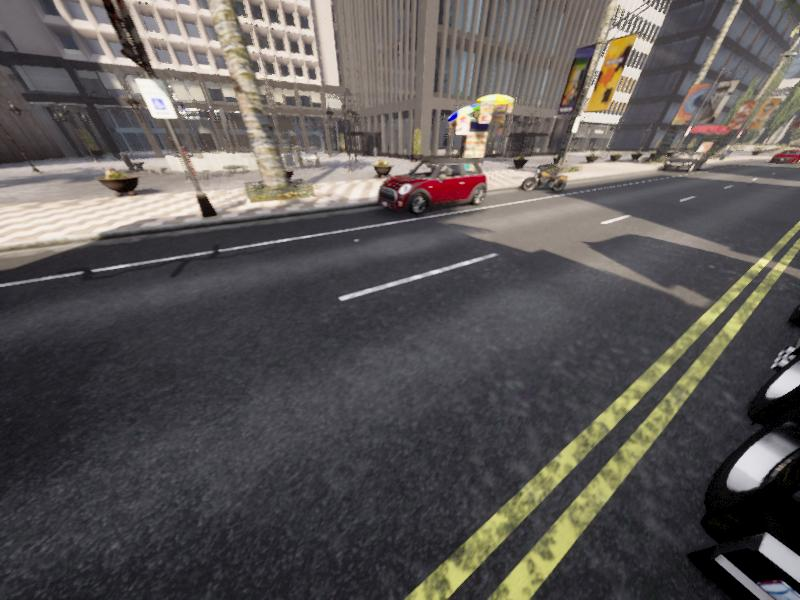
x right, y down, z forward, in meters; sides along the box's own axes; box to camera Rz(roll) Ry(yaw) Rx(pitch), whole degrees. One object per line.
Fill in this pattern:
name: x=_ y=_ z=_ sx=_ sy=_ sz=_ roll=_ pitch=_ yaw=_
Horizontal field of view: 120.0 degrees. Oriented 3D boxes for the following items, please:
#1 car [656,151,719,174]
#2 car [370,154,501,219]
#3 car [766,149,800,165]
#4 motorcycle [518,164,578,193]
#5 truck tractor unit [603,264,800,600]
car: x=26.795 y=-12.927 z=21.562 sx=4.892 sy=1.521 sz=2.231 roll=-18 pitch=39 yaw=-25
car: x=1.399 y=-4.734 z=9.281 sx=4.553 sy=1.767 sz=2.185 roll=-18 pitch=39 yaw=-25
car: x=49.567 y=-18.267 z=29.485 sx=5.008 sy=1.535 sz=1.882 roll=-17 pitch=38 yaw=-24
motorcycle: x=7.832 y=-6.505 z=12.395 sx=2.356 sy=1.277 sz=0.764 roll=0 pitch=35 yaw=0
truck tractor unit: x=5.108 y=-0.301 z=0.798 sx=6.516 sy=4.208 sz=3.053 roll=-18 pitch=38 yaw=-24
